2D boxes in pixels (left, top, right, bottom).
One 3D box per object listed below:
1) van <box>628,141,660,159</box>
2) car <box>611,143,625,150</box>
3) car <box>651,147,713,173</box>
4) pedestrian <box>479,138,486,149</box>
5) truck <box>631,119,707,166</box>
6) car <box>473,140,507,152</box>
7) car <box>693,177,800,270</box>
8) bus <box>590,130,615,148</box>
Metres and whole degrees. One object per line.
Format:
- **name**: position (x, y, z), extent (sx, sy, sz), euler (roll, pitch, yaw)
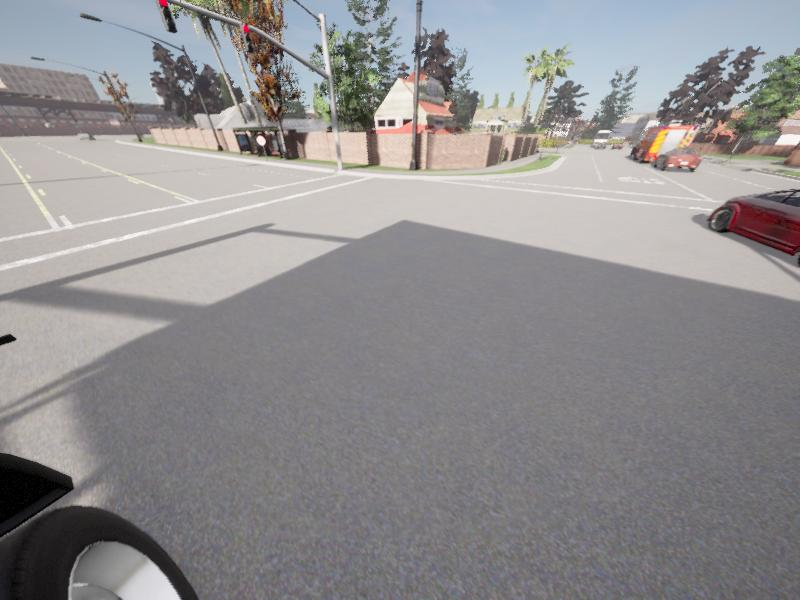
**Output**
- **van**: position (34.690, -21.456, 33.021), extent (1.775, 1.987, 4.442), euler (19, 39, 25)
- **car**: position (55.827, -39.383, 59.282), extent (1.895, 1.301, 4.718), euler (21, 40, 27)
- **car**: position (24.855, -12.610, 20.676), extent (2.152, 1.651, 5.027), euler (21, 40, 27)
- **pedestrian**: position (17.830, -33.779, 49.875), extent (0.751, 1.860, 0.751), euler (21, 40, 27)
- **truck**: position (29.909, -17.900, 26.326), extent (2.891, 3.827, 8.468), euler (21, 40, 27)
- **car**: position (15.924, -27.360, 41.026), extent (5.027, 1.636, 2.152), euler (21, 40, 27)
- **car**: position (9.808, -1.681, 5.200), extent (1.994, 1.385, 4.181), euler (10, 36, 14)
- **bus**: position (61.629, -49.157, 70.658), extent (3.944, 4.253, 10.273), euler (21, 40, 27)
